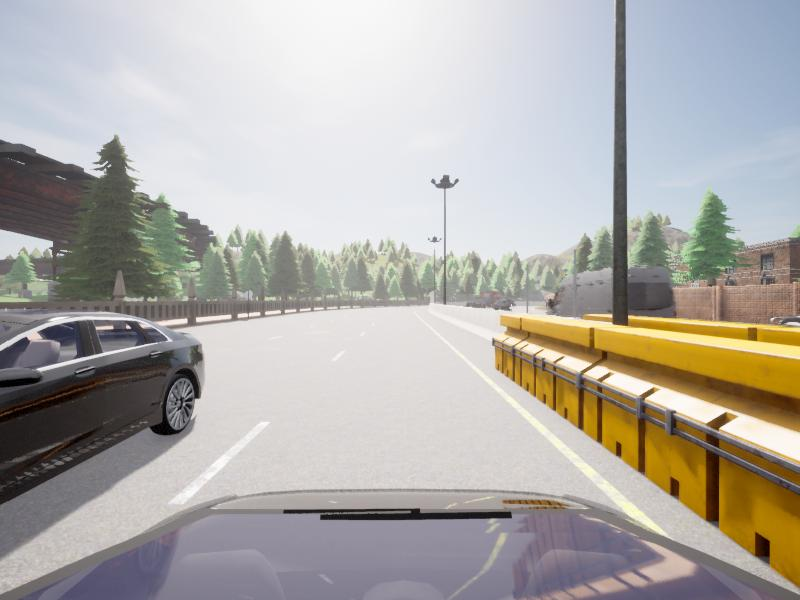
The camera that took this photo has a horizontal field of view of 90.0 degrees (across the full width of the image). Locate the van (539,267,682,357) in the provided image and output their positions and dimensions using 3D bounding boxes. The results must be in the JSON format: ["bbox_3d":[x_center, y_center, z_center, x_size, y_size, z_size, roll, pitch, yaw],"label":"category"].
[{"bbox_3d":[7.007,0.326,14.304,1.988,2.561,5.915,0,0,0],"label":"van"}]

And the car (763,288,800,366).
[{"bbox_3d":[10.499,0.657,8.205,1.932,1.855,4.605,0,1,0],"label":"car"}]

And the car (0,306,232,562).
[{"bbox_3d":[-3.500,0.837,3.363,2.128,1.511,4.902,0,0,0],"label":"car"}]
